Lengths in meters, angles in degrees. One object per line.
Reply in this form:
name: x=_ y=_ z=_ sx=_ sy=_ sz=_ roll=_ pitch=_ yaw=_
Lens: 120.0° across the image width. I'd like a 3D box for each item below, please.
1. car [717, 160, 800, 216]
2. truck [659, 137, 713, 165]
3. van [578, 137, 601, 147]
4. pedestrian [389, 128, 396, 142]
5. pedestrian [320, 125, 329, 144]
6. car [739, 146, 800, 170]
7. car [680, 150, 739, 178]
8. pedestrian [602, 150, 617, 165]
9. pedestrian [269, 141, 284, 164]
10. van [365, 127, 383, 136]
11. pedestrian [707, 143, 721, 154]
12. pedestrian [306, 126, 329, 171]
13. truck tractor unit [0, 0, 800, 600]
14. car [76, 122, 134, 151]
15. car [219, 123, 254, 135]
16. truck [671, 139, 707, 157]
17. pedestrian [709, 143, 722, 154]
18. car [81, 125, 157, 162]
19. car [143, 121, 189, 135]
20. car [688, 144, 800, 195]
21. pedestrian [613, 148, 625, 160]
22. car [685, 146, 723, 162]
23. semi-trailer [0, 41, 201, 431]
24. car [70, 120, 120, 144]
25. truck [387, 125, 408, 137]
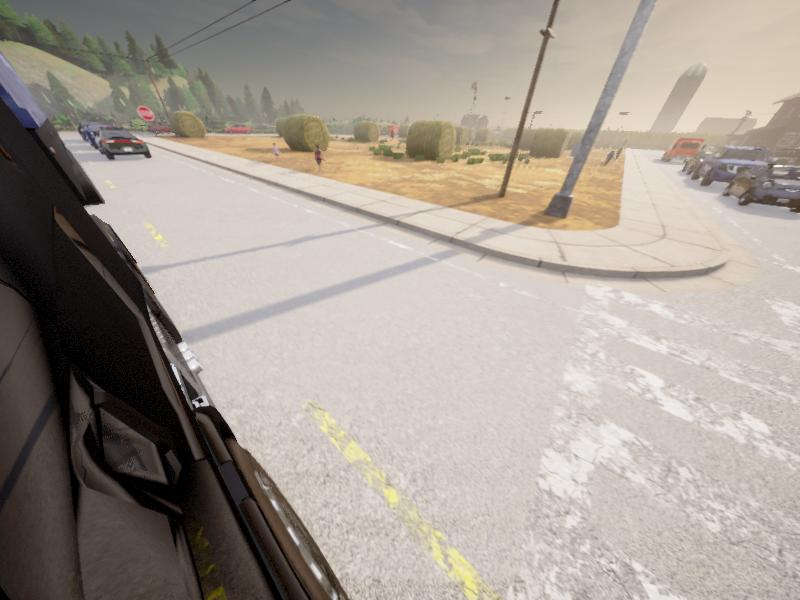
car: x=16.093 y=-4.939 z=9.957 sx=1.845 sy=1.501 sz=3.633 roll=27 pitch=43 yaw=29
truck: x=33.343 y=-17.595 z=27.200 sx=2.627 sy=2.467 sz=5.204 roll=27 pitch=43 yaw=29
van: x=53.959 y=-45.191 z=65.865 sx=4.480 sy=2.038 sz=2.069 roll=28 pitch=43 yaw=30
pedestrian: x=-1.227 y=-27.075 z=37.889 sx=0.751 sy=1.860 sz=0.751 roll=-25 pitch=45 yaw=-32
pedestrian: x=-9.084 y=-19.910 z=27.803 sx=0.751 sy=1.860 sz=0.751 roll=-13 pitch=40 yaw=-20
car: x=40.481 y=-15.253 z=24.760 sx=1.905 sy=1.878 sz=3.866 roll=-5 pitch=35 yaw=-1
car: x=24.508 y=-10.934 z=18.505 sx=1.789 sy=1.549 sz=3.705 roll=27 pitch=43 yaw=29
pedestrian: x=18.473 y=-12.568 z=20.389 sx=0.500 sy=1.100 sz=0.500 roll=-28 pitch=47 yaw=-35
pedestrian: x=-7.160 y=-8.580 z=13.434 sx=0.500 sy=1.100 sz=0.500 roll=-14 pitch=40 yaw=-21
van: x=-6.761 y=-44.389 z=60.882 sx=1.775 sy=1.987 sz=4.442 roll=30 pitch=45 yaw=32
pedestrian: x=69.704 y=-33.685 z=51.330 sx=0.751 sy=1.860 sz=0.751 roll=14 pitch=38 yaw=15
pedestrian: x=-4.227 y=-7.747 z=11.866 sx=0.751 sy=1.860 sz=0.751 roll=-10 pitch=39 yaw=-16
truck tractor unit: x=-2.645 y=-0.295 z=0.351 sx=6.516 sy=4.208 sz=3.053 roll=28 pitch=44 yaw=30
car: x=-22.778 y=-12.639 z=17.814 sx=5.008 sy=1.535 sz=1.882 roll=28 pitch=44 yaw=30
car: x=-29.071 y=-30.413 z=41.141 sx=2.007 sy=1.525 sz=4.514 roll=30 pitch=45 yaw=32
truck: x=52.160 y=-27.638 z=41.861 sx=2.627 sy=2.467 sz=5.204 roll=27 pitch=43 yaw=29
pedestrian: x=70.279 y=-33.744 z=51.447 sx=0.751 sy=1.860 sz=0.751 roll=-25 pitch=45 yaw=-32
car: x=-17.582 y=-9.867 z=14.444 sx=4.974 sy=1.542 sz=2.038 roll=28 pitch=44 yaw=30
car: x=-33.440 y=-24.602 z=33.130 sx=1.816 sy=1.474 sz=4.193 roll=30 pitch=45 yaw=32
car: x=20.363 y=-8.166 z=14.124 sx=2.150 sy=2.045 sz=5.566 roll=27 pitch=43 yaw=29
pedestrian: x=24.233 y=-16.143 z=25.541 sx=0.500 sy=1.100 sz=0.500 roll=24 pitch=42 yaw=26
car: x=43.088 y=-20.854 z=32.909 sx=2.152 sy=1.651 sz=5.027 roll=27 pitch=43 yaw=29
semi-trailer: x=-8.683 y=-3.617 z=4.242 sx=14.254 sy=4.402 sz=2.717 roll=28 pitch=44 yaw=30
car: x=-28.088 y=-15.459 z=21.256 sx=4.514 sy=1.525 sz=2.007 roll=28 pitch=44 yaw=30
truck: x=-0.720 y=-45.224 z=61.981 sx=2.627 sy=2.467 sz=5.204 roll=30 pitch=45 yaw=32
